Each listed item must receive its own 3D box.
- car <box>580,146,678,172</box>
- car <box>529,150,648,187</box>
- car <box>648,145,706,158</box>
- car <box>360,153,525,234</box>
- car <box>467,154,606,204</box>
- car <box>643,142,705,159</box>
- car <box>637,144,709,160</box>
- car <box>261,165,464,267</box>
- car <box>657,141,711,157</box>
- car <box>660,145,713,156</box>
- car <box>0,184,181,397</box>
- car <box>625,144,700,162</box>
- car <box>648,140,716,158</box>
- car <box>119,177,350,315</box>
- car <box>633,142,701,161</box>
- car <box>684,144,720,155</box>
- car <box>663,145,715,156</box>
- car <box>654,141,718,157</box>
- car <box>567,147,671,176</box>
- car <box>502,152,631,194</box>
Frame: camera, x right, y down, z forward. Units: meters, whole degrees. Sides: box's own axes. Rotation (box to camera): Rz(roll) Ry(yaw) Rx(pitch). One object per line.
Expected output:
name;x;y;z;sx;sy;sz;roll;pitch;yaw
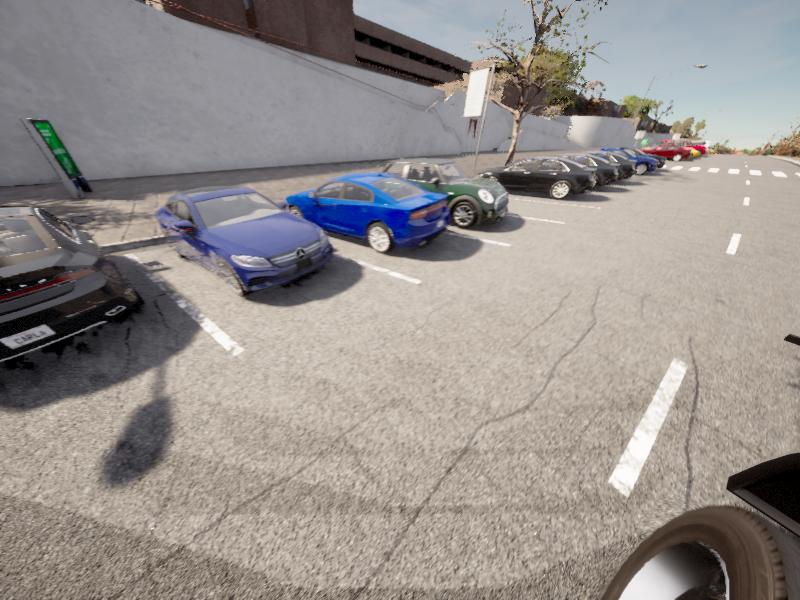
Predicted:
car;17.495;-11.092;18.099;5.008;1.535;2.097;18;39;25
car;10.614;-7.834;13.536;4.892;1.521;2.231;19;40;26
car;38.195;-20.689;32.110;4.674;1.452;2.002;18;38;25
car;1.207;-3.745;7.645;4.553;1.767;2.185;20;40;28
car;5.955;-5.706;10.576;4.892;1.521;2.231;20;40;27
car;35.871;-19.783;30.462;4.553;1.767;2.185;18;38;25
car;33.760;-18.567;28.877;5.366;1.575;1.946;18;38;25
car;-1.146;-2.607;6.284;5.008;1.535;2.097;21;40;28
car;42.901;-22.963;35.061;4.442;1.987;1.878;19;38;25
car;47.398;-24.878;38.400;5.008;1.535;2.097;19;37;25
car;-5.962;-0.595;3.515;4.892;1.521;2.231;21;41;29
car;28.999;-16.484;25.828;5.008;1.535;2.097;18;39;25
car;40.527;-21.970;33.511;5.566;2.045;2.435;18;38;25
car;-3.547;-1.568;4.921;4.674;1.452;2.002;21;40;29
car;31.269;-17.668;27.336;4.553;1.767;2.185;18;38;25
car;70.523;-35.291;54.096;4.442;1.987;1.878;19;37;25
car;51.841;-26.984;41.641;5.366;1.575;1.946;19;38;25
car;45.076;-24.060;36.682;5.566;2.045;2.435;19;38;25
car;15.202;-10.004;16.570;5.008;1.535;2.097;18;39;25
car;8.291;-6.764;12.046;4.892;1.521;2.231;19;40;27
